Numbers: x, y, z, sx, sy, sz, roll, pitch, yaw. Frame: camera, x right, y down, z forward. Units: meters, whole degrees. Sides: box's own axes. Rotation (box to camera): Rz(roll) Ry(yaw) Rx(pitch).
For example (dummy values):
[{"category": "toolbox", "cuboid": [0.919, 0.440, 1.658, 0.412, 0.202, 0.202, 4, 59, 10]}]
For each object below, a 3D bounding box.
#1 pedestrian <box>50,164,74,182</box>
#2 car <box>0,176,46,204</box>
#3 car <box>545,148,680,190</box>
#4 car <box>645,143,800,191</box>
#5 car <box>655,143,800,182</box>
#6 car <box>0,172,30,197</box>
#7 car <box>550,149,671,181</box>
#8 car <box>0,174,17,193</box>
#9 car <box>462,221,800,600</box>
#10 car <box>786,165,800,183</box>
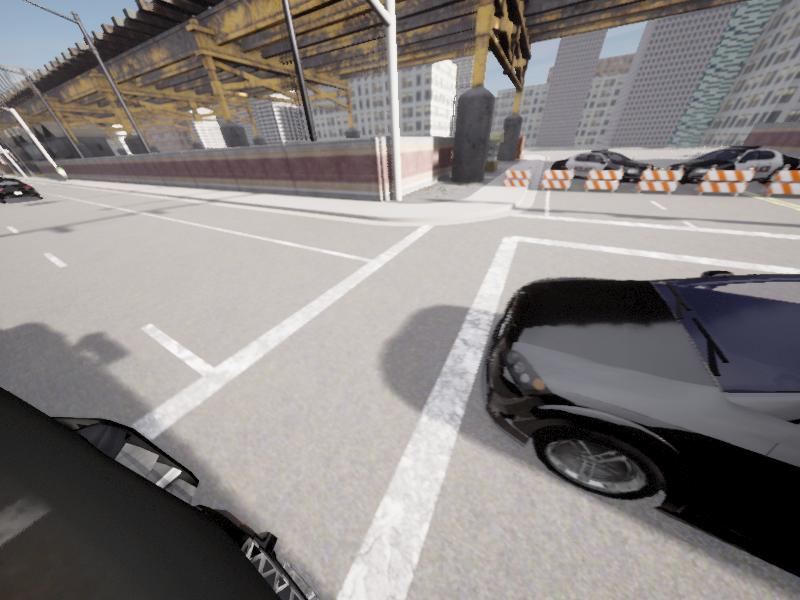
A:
[{"category": "pedestrian", "cuboid": [-43.587, -16.373, 29.791, 0.751, 1.860, 0.751, 4, 34, 11]}, {"category": "car", "cuboid": [-28.855, -8.213, 17.133, 4.674, 1.442, 1.812, 16, 38, 25]}, {"category": "car", "cuboid": [11.021, -7.323, 12.662, 2.038, 1.542, 4.974, -12, 35, -13]}, {"category": "car", "cuboid": [15.037, -6.213, 10.694, 4.974, 1.542, 2.038, -6, 34, -5]}, {"category": "car", "cuboid": [15.082, -6.349, 10.611, 4.536, 1.218, 1.853, -6, 34, -5]}, {"category": "car", "cuboid": [-36.098, -10.323, 20.641, 4.611, 1.667, 2.242, 15, 38, 25]}, {"category": "car", "cuboid": [10.999, -7.481, 12.616, 1.853, 1.218, 4.536, -12, 35, -13]}, {"category": "car", "cuboid": [-42.010, -11.901, 23.597, 4.902, 1.511, 2.128, 15, 38, 25]}, {"category": "car", "cuboid": [2.843, 0.638, 1.535, 4.181, 1.385, 1.994, 16, 38, 25]}, {"category": "car", "cuboid": [20.095, -5.308, 8.955, 2.038, 1.542, 4.974, -21, 38, -25]}]
